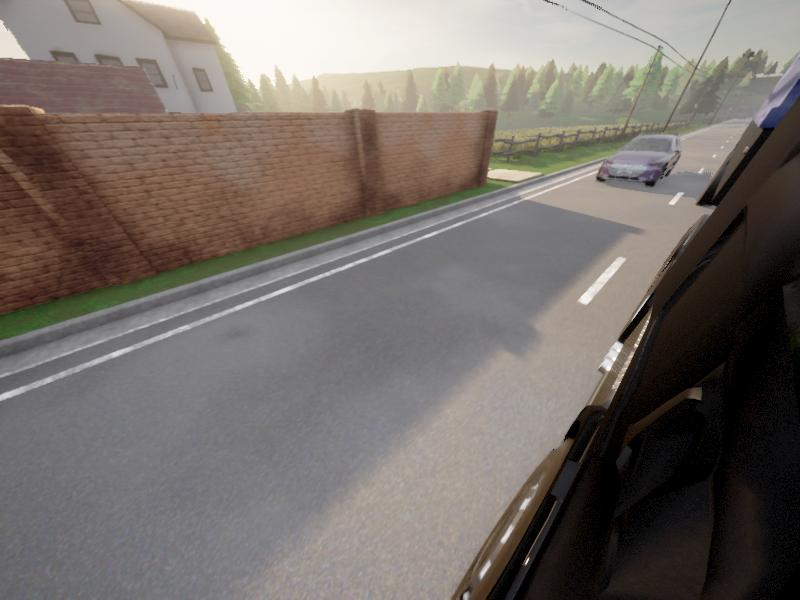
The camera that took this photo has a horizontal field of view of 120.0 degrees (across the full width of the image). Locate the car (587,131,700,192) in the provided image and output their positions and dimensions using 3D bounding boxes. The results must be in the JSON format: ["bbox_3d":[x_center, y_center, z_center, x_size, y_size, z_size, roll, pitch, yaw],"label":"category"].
[{"bbox_3d":[10.364,-6.047,9.806,4.856,1.649,2.033,-28,43,-30],"label":"car"}]

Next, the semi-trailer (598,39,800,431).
[{"bbox_3d":[8.695,-3.591,4.254,14.254,4.402,2.717,-28,43,-30],"label":"semi-trailer"}]

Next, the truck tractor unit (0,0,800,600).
[{"bbox_3d":[2.645,-0.295,0.351,6.516,4.208,3.053,-28,44,-30],"label":"truck tractor unit"}]
